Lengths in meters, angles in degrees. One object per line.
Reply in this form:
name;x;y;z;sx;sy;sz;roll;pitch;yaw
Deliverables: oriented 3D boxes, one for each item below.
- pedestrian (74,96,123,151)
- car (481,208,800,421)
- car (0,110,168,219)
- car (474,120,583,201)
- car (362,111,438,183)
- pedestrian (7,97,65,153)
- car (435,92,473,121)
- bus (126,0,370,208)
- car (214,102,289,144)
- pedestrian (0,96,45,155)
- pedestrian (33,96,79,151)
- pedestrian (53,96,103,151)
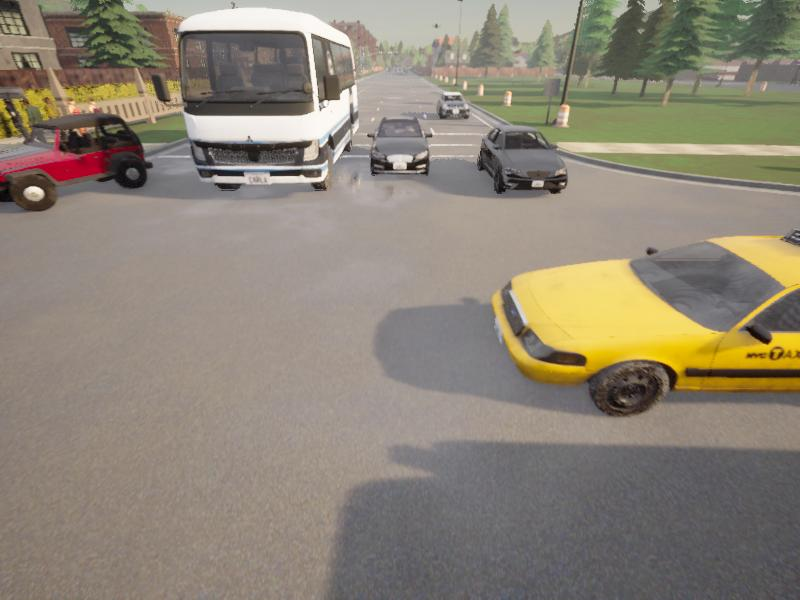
pedestrian;-11.601;-6.826;15.456;0.751;1.860;0.751;-5;31;-9
car;3.797;0.057;4.326;5.366;1.575;1.801;0;30;1
car;-8.766;-3.751;10.518;1.905;1.878;3.866;15;34;24
car;3.497;-4.255;11.797;1.816;1.474;4.193;0;30;0
car;-0.001;-5.402;13.719;2.128;1.511;4.902;0;30;0
pedestrian;-13.569;-6.551;14.985;0.751;1.860;0.751;0;30;-1
car;3.487;-12.899;26.556;1.970;1.475;3.806;0;30;0
bus;-3.385;-6.733;13.278;3.944;4.253;10.273;0;31;0
car;-7.038;-8.699;19.490;1.994;1.385;4.181;0;30;1
pedestrian;-13.771;-6.310;14.488;0.751;1.860;0.751;-21;36;-31
pedestrian;-13.212;-6.791;15.396;0.751;1.860;0.751;-21;36;-31
pedestrian;-12.330;-6.791;15.396;0.751;1.860;0.751;-8;31;-14
